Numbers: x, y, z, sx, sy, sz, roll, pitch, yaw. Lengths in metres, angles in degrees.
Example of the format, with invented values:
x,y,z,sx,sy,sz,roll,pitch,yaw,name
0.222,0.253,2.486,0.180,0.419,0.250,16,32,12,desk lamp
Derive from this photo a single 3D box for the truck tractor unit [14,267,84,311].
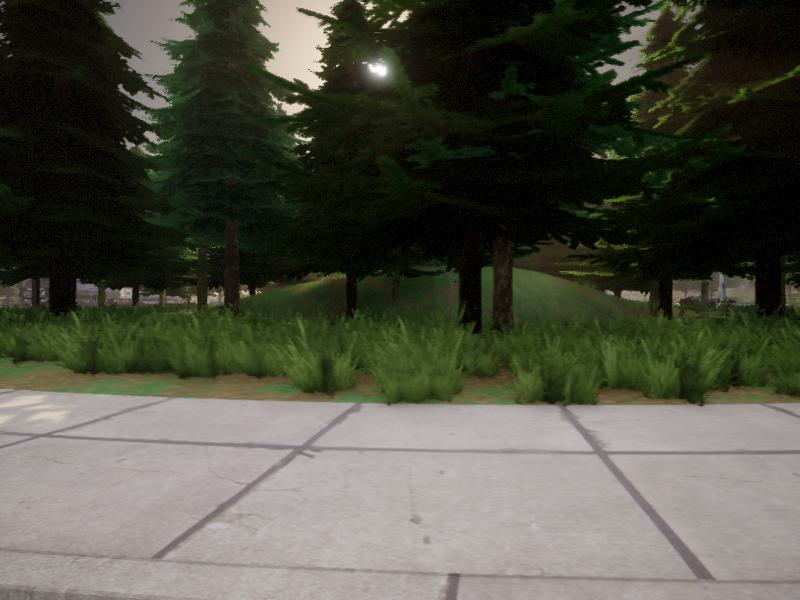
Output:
x,y,z,sx,sy,sz,roll,pitch,yaw,name
-36.153,-1.043,41.567,3.053,4.208,6.516,0,0,-17,truck tractor unit

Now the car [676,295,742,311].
x,y,z,sx,sy,sz,roll,pitch,yaw,name
31.003,0.269,40.356,2.128,1.511,4.902,0,0,-17,car

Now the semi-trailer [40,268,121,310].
x,y,z,sx,sy,sz,roll,pitch,yaw,name
-38.493,-1.138,49.127,2.717,4.402,14.254,0,0,-17,semi-trailer

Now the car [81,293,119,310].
x,y,z,sx,sy,sz,roll,pitch,yaw,name
-33.445,0.130,44.705,1.932,1.855,4.605,0,1,-17,car

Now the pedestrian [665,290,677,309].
x,y,z,sx,sy,sz,roll,pitch,yaw,name
26.685,-0.081,39.430,0.751,1.860,0.751,0,0,-29,pedestrian
